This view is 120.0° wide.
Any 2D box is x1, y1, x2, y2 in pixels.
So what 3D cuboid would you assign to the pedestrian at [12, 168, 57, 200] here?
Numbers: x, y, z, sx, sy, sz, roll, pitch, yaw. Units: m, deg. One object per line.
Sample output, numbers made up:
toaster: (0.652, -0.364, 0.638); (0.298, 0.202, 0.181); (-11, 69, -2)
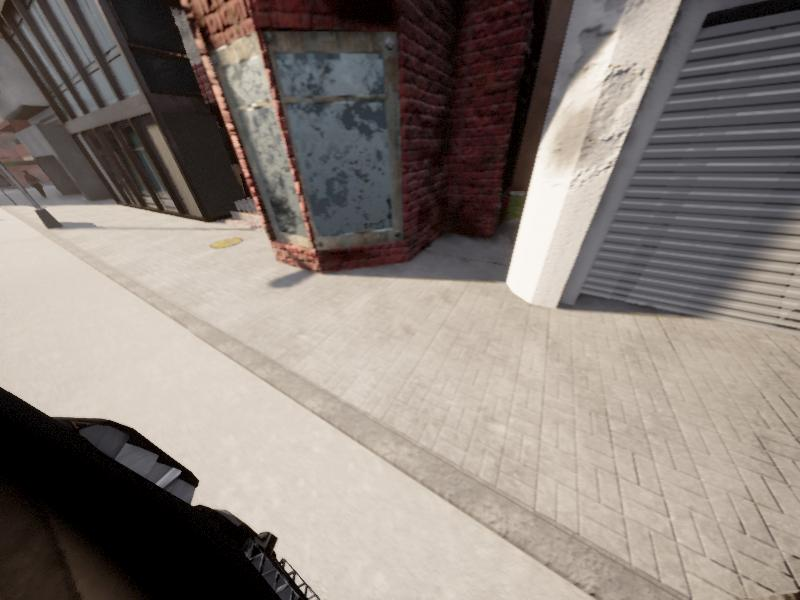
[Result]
pedestrian: (-24.789, -7.861, 15.705); (0.751, 1.860, 0.751); (17, 39, 27)
